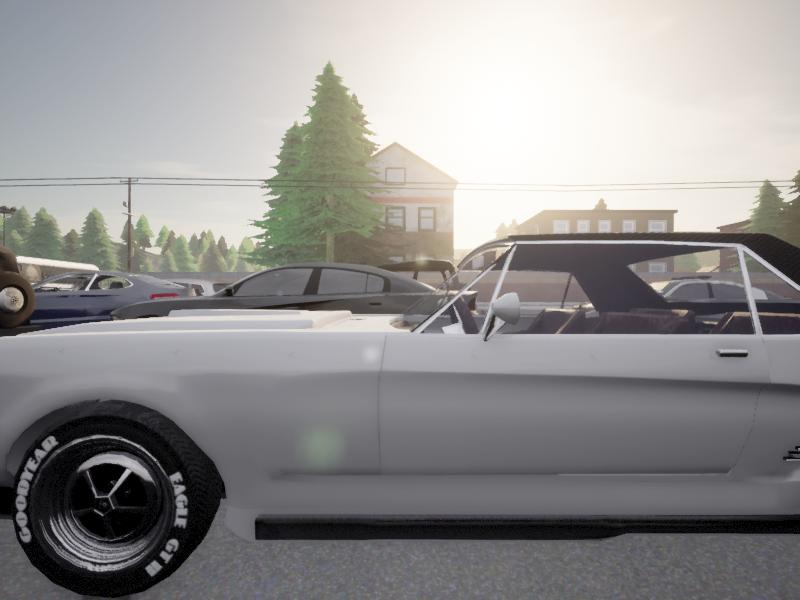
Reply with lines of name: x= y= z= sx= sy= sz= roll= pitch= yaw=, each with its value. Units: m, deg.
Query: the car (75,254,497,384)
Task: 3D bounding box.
car: x=-1.348 y=0.223 z=5.694 sx=5.008 sy=1.535 sz=1.882 roll=0 pitch=0 yaw=0

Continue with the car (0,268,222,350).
car: x=-7.069 y=0.181 z=9.172 sx=5.027 sy=1.651 sz=2.152 roll=0 pitch=0 yaw=0

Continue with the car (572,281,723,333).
car: x=7.708 y=0.214 z=12.744 sx=3.705 sy=1.549 sz=1.789 roll=0 pitch=0 yaw=0

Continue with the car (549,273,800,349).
car: x=6.297 y=0.226 z=9.236 sx=4.974 sy=1.542 sz=2.038 roll=0 pitch=0 yaw=0

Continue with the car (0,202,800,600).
car: x=0.559 y=0.344 z=2.203 sx=4.718 sy=1.301 sz=1.895 roll=0 pitch=0 yaw=0

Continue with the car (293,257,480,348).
car: x=-0.280 y=0.046 z=9.200 sx=3.866 sy=1.878 sz=1.905 roll=0 pitch=0 yaw=0

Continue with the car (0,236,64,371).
car: x=-7.490 y=0.046 z=5.660 sx=3.866 sy=1.878 sz=1.905 roll=0 pitch=0 yaw=0

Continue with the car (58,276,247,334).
car: x=-7.559 y=0.156 z=12.661 sx=4.611 sy=1.667 sz=2.242 roll=0 pitch=0 yaw=-1

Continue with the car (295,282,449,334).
car: x=-0.816 y=0.228 z=12.696 sx=4.514 sy=1.525 sz=2.007 roll=0 pitch=0 yaw=0

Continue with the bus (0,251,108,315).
bus: x=-28.619 y=-1.132 z=31.373 sx=3.944 sy=4.253 sz=10.273 roll=0 pitch=0 yaw=0
